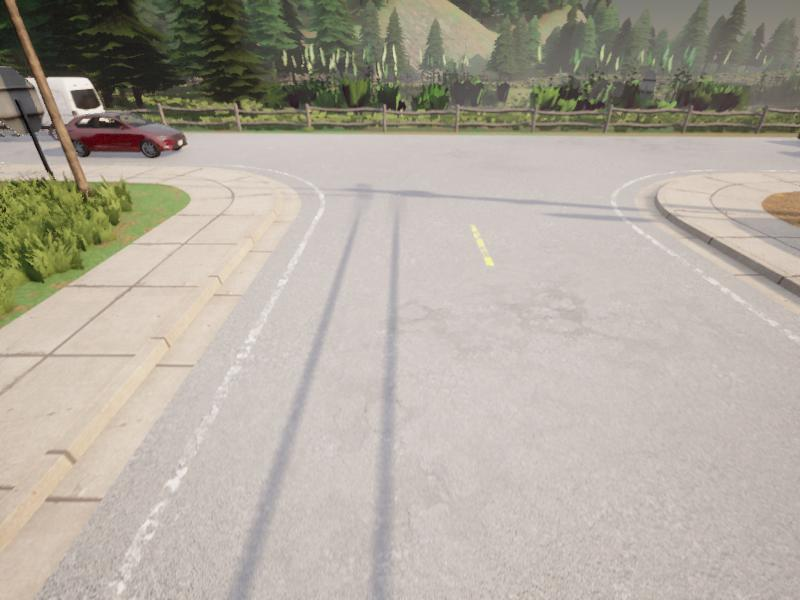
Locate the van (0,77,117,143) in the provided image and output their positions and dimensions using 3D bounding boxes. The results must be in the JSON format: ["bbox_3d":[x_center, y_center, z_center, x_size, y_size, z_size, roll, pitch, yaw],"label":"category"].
[{"bbox_3d":[-16.962,-8.723,18.331,5.915,2.561,1.988,1,30,2],"label":"van"}]

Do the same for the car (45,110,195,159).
[{"bbox_3d":[-10.543,-6.371,15.363,4.193,1.474,1.816,2,30,3],"label":"car"}]

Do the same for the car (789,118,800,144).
[{"bbox_3d":[19.750,-7.378,17.090,3.806,1.475,1.970,1,30,2],"label":"car"}]
